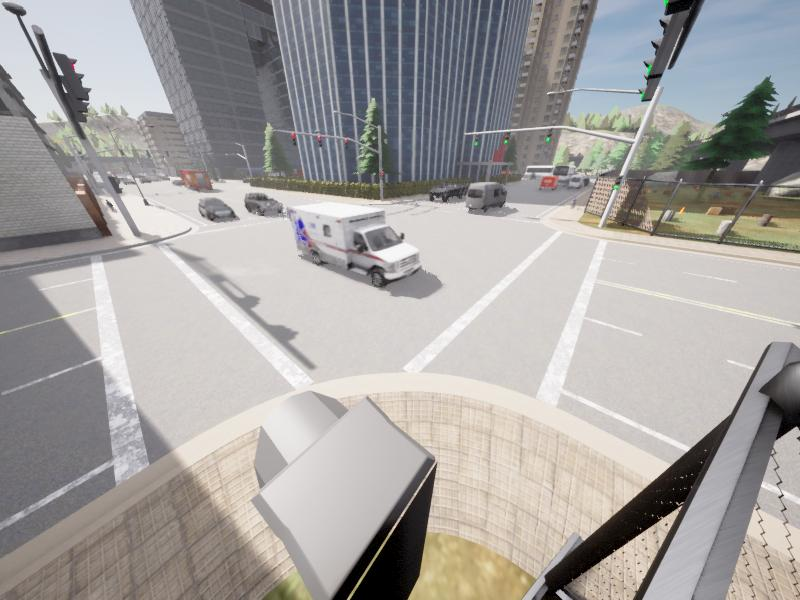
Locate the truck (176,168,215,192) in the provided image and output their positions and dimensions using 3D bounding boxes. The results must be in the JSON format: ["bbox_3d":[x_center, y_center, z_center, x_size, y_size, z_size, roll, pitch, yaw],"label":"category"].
[{"bbox_3d":[-39.905,-23.541,44.956,8.468,3.827,2.891,23,37,34],"label":"truck"}]

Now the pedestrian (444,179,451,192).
[{"bbox_3d":[8.277,-19.925,40.192,0.751,1.860,0.751,23,37,34],"label":"pedestrian"}]

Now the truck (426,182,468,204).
[{"bbox_3d":[6.327,-14.354,30.659,2.390,2.098,6.274,23,37,34],"label":"truck"}]

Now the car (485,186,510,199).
[{"bbox_3d":[14.654,-16.286,34.735,1.994,1.385,4.181,22,37,33],"label":"car"}]

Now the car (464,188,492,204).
[{"bbox_3d":[10.164,-13.647,30.058,1.816,1.474,4.193,23,37,34],"label":"car"}]

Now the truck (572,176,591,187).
[{"bbox_3d":[41.932,-27.414,53.278,2.390,2.098,6.274,23,37,34],"label":"truck"}]

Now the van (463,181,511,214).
[{"bbox_3d":[9.108,-10.749,23.973,1.988,2.561,5.915,25,38,36],"label":"van"}]

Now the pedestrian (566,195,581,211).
[{"bbox_3d":[17.217,-9.619,22.903,0.751,1.300,0.751,14,33,23],"label":"pedestrian"}]

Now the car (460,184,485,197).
[{"bbox_3d":[11.378,-17.082,36.037,1.812,1.442,4.674,23,37,34],"label":"car"}]

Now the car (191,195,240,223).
[{"bbox_3d":[-16.407,-8.147,20.494,4.856,1.649,2.033,24,38,36],"label":"car"}]

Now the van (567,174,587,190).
[{"bbox_3d":[36.319,-24.255,47.367,1.988,2.561,5.915,23,37,34],"label":"van"}]

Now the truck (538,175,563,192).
[{"bbox_3d":[29.036,-22.591,44.596,2.627,2.467,5.204,23,38,34],"label":"truck"}]

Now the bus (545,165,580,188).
[{"bbox_3d":[36.990,-28.217,52.516,3.944,4.253,10.273,23,37,34],"label":"bus"}]

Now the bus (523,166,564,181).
[{"bbox_3d":[47.762,-42.488,77.336,10.273,4.253,3.944,23,37,34],"label":"bus"}]

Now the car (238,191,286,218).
[{"bbox_3d":[-13.341,-9.323,22.281,4.605,1.855,1.932,22,37,34],"label":"car"}]

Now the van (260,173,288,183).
[{"bbox_3d":[-36.546,-35.633,67.274,2.351,2.431,6.366,22,37,33],"label":"van"}]

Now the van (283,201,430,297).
[{"bbox_3d":[-2.109,-2.623,10.055,6.366,2.431,2.351,23,37,34],"label":"van"}]
